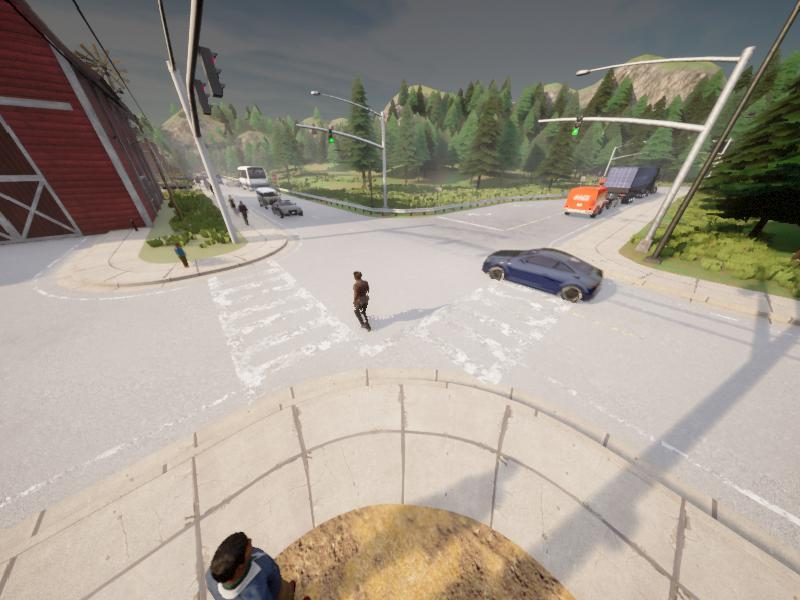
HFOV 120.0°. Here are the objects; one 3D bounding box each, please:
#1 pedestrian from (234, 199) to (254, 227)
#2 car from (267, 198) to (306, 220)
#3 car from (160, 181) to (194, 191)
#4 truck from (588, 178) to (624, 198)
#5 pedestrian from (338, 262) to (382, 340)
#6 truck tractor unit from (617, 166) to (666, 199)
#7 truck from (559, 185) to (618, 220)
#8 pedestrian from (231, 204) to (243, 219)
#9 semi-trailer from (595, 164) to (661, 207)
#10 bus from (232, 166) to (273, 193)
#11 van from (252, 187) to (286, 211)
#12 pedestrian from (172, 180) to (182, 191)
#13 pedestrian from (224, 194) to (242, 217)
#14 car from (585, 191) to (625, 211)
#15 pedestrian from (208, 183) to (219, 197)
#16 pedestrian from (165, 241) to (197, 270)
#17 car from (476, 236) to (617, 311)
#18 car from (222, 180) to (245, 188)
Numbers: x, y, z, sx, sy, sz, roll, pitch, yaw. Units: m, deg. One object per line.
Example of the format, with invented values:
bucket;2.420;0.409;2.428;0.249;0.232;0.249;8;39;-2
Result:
pedestrian;-11.993;-6.710;17.757;0.751;1.860;0.751;-17;34;-27
car;-11.084;-8.948;22.479;1.994;1.385;4.181;-22;37;-33
car;-45.444;-23.247;47.133;4.792;1.488;2.163;-24;37;-35
truck;33.083;-18.044;37.078;5.204;2.467;2.627;-22;37;-33
pedestrian;-1.055;0.031;6.348;0.751;1.860;0.751;26;39;37
truck tractor unit;37.248;-18.222;35.642;6.516;4.208;3.053;-22;37;-33
truck;18.192;-9.531;22.327;5.204;2.467;2.627;-23;37;-34
pedestrian;-14.399;-7.797;20.399;0.500;1.100;0.500;25;38;37
semi-trailer;31.132;-15.800;31.243;14.254;4.402;2.717;-22;37;-34
bus;-28.845;-23.616;45.001;3.944;4.253;10.273;-22;37;-33
van;-15.015;-11.625;26.438;2.069;2.038;4.480;-22;37;-33
pedestrian;-42.245;-21.745;43.798;0.751;1.860;0.751;-19;35;-30
pedestrian;-15.270;-8.651;21.119;0.751;1.860;0.751;-22;36;-32
car;23.815;-11.551;26.810;4.902;1.511;2.128;-23;37;-33
pedestrian;-28.037;-16.497;34.708;0.751;1.860;0.751;-23;37;-34
pedestrian;-9.681;-1.971;10.255;0.500;1.100;0.500;9;31;15
car;5.578;-1.323;9.257;4.181;1.385;1.994;25;38;36
car;-38.301;-26.785;53.174;3.633;1.501;1.845;5;30;9
